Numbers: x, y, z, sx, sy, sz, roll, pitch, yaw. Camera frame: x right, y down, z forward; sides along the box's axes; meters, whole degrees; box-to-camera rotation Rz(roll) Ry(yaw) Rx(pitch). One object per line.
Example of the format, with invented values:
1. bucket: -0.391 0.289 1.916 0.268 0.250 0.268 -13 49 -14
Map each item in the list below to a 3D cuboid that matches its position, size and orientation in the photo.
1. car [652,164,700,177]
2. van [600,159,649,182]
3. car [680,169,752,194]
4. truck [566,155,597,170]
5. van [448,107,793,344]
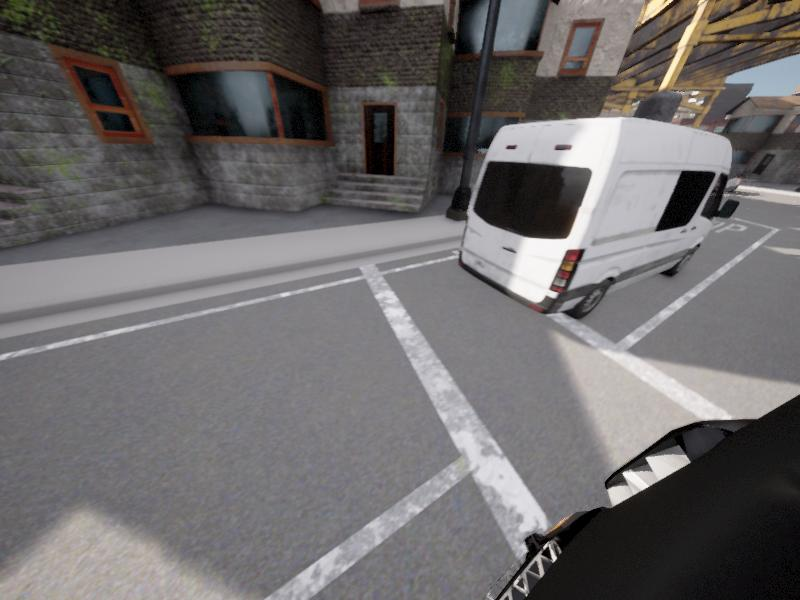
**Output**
1. car: 46.649 -22.097 39.250 2.038 1.542 4.974 -27 43 -37
2. van: 26.776 -15.675 27.802 2.069 2.038 4.480 10 34 12
3. car: 27.798 -10.617 20.575 1.845 1.501 3.633 11 34 14
4. truck: 36.277 -27.690 46.401 2.627 2.467 5.204 8 34 9
5. van: 4.088 -1.636 4.462 5.915 2.561 1.988 -15 37 -24
